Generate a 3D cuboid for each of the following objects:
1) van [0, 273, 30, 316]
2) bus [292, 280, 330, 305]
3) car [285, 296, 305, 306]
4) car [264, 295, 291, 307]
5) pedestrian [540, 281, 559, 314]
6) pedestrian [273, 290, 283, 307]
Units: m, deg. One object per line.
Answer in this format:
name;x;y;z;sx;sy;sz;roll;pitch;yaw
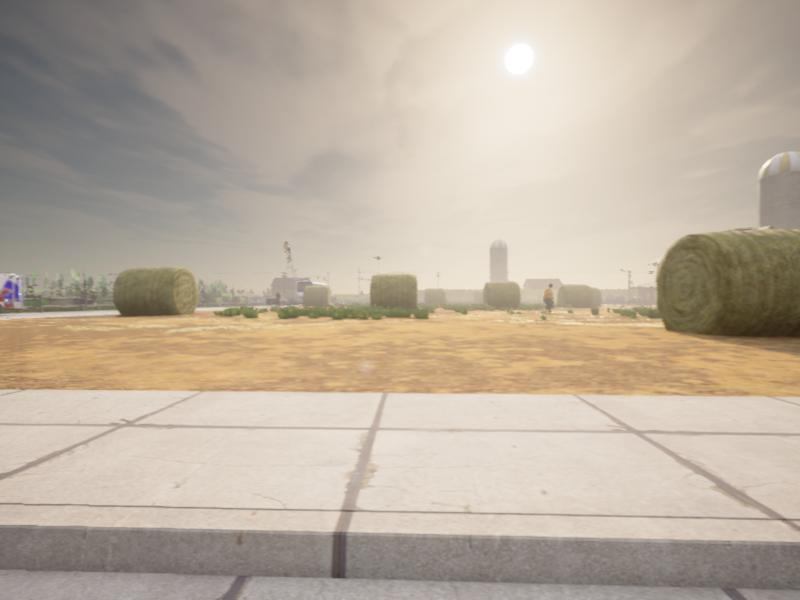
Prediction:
van;-23.788;-0.296;21.062;2.351;2.431;6.366;0;0;5
bus;-16.015;-1.204;73.290;3.944;4.253;10.273;0;0;5
car;-16.694;0.188;63.789;1.816;1.474;4.193;0;0;5
car;-17.282;0.105;56.775;1.930;1.638;5.238;0;0;5
pedestrian;8.785;-0.133;23.497;0.751;1.860;0.751;0;0;-27
pedestrian;-13.301;-0.174;43.711;0.751;1.860;0.751;0;0;9
